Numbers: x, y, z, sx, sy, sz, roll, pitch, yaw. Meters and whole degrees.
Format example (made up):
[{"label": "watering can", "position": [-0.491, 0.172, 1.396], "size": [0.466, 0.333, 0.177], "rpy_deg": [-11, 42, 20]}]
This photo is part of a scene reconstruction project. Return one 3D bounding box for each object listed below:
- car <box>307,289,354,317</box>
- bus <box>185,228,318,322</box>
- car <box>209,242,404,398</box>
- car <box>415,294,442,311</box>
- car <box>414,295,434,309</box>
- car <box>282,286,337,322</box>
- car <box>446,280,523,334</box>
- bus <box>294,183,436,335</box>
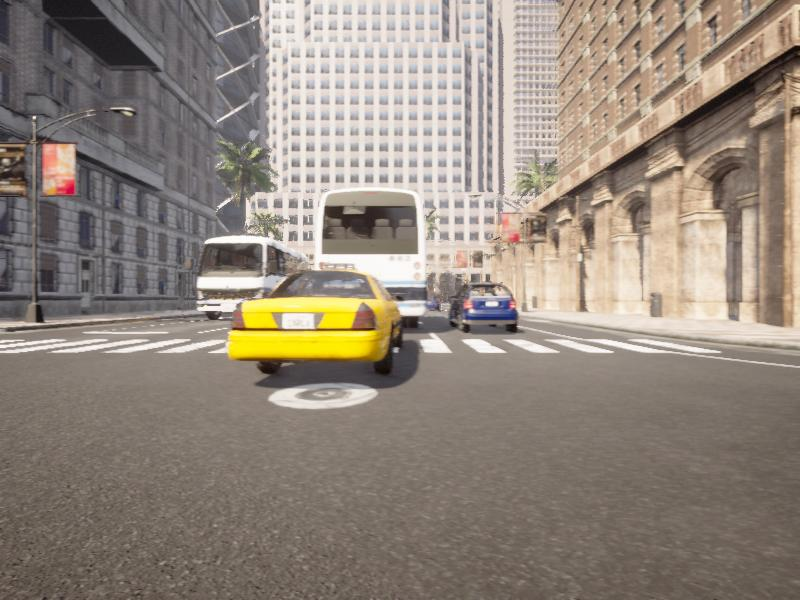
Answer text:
[{"label": "car", "position": [-4.422, 0.157, 26.219], "size": [2.242, 1.667, 4.611], "rpy_deg": [0, 0, 0]}, {"label": "bus", "position": [-7.785, -1.133, 23.252], "size": [3.944, 4.253, 10.273], "rpy_deg": [0, 0, 0]}, {"label": "car", "position": [-0.943, 0.202, 6.766], "size": [1.801, 1.575, 5.366], "rpy_deg": [0, 0, 3]}, {"label": "car", "position": [2.615, 0.251, 37.811], "size": [2.163, 1.488, 4.792], "rpy_deg": [0, 0, 0]}, {"label": "car", "position": [2.645, 0.228, 44.509], "size": [2.007, 1.525, 4.514], "rpy_deg": [0, 0, 0]}, {"label": "car", "position": [-4.395, 0.189, 19.967], "size": [1.851, 1.617, 3.988], "rpy_deg": [0, 0, 0]}, {"label": "car", "position": [2.643, 0.214, 13.378], "size": [1.789, 1.549, 3.705], "rpy_deg": [0, 0, 0]}, {"label": "bus", "position": [-0.995, -1.134, 16.272], "size": [3.944, 4.253, 10.273], "rpy_deg": [0, 0, 0]}]
